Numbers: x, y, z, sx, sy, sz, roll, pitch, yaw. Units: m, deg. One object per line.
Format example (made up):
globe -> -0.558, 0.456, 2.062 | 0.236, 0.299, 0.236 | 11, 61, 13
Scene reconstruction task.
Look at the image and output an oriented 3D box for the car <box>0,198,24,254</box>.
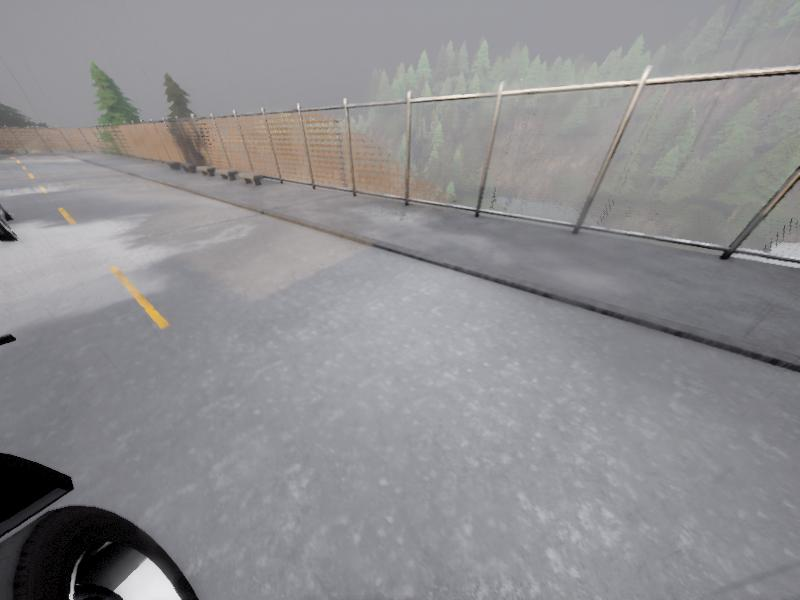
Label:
car -> -11.761, -2.315, 5.676 | 5.238, 1.638, 1.930 | 22, 41, 28
